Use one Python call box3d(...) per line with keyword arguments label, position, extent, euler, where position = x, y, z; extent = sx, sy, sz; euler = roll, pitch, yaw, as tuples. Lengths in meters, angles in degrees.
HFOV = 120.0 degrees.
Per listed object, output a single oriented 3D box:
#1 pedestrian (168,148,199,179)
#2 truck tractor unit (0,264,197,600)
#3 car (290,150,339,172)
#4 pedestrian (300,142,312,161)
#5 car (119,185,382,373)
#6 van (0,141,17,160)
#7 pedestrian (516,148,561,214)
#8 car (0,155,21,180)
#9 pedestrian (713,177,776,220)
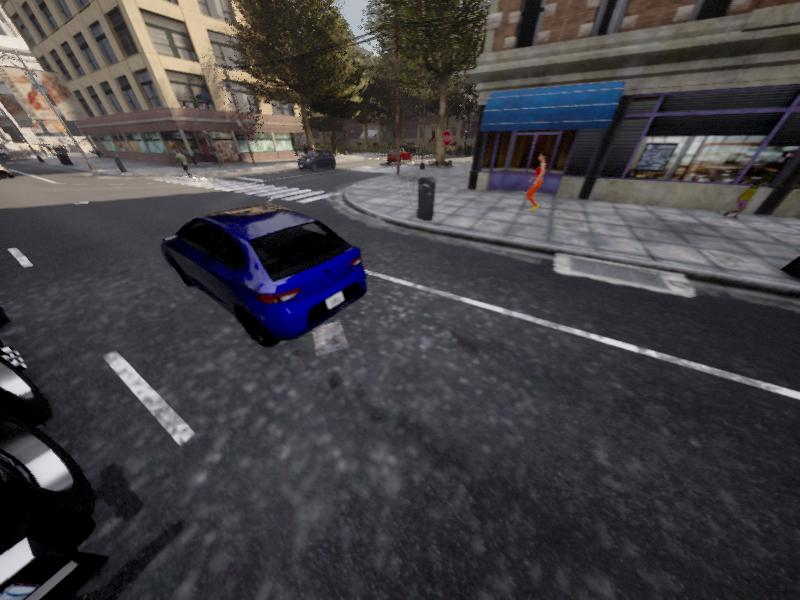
box3d(label="pedestrian", position=(-15.275, -9.655, 16.351), extent=(0.751, 1.860, 0.751), euler=(18, 39, 25))
box3d(label="truck tractor unit", position=(-5.113, -0.299, 0.787), extent=(6.516, 4.208, 3.053), euler=(18, 39, 24))
box3d(label="car", position=(-7.595, -12.640, 20.903), extent=(1.845, 1.501, 3.633), euler=(17, 38, 23))
box3d(label="pedestrian", position=(-11.618, -18.432, 28.668), extent=(0.751, 1.860, 0.751), euler=(-29, 44, -35))
box3d(label="car", position=(-2.545, -0.846, 3.955), extent=(4.193, 1.474, 1.816), euler=(22, 41, 29))
box3d(label="van", position=(-62.319, -21.648, 33.561), extent=(2.351, 2.431, 6.366), euler=(18, 39, 25))
box3d(label="pedestrian", position=(4.579, -3.964, 7.725), extent=(0.751, 1.860, 0.751), euler=(18, 39, 24))
box3d(label="car", position=(-31.277, -10.002, 17.332), extent=(4.514, 1.525, 2.007), euler=(18, 39, 24))
box3d(label="pedestrian", position=(10.529, -3.111, 7.108), extent=(0.500, 1.100, 0.500), euler=(20, 40, 26))
